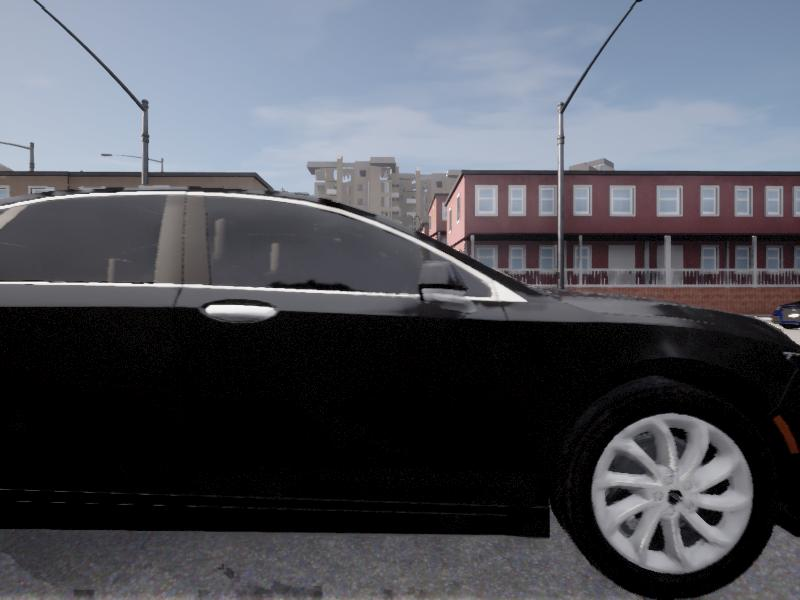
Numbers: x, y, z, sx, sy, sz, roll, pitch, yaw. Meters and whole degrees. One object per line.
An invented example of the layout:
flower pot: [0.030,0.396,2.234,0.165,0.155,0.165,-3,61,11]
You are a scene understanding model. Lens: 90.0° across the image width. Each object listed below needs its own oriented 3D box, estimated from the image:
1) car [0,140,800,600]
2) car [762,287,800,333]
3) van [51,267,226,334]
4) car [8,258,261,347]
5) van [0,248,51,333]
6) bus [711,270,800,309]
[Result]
car: [-0.581,0.246,2.221,4.892,1.490,1.837,0,0,1]
car: [14.366,0.307,12.561,4.181,1.385,1.994,0,0,0]
van: [-8.192,-0.005,12.806,4.442,1.987,1.775,0,0,1]
car: [-5.868,0.053,9.285,4.605,1.855,1.932,0,0,1]
van: [-15.030,-0.278,12.886,5.915,2.561,1.988,0,0,1]
bus: [44.217,-1.134,49.195,3.944,4.253,10.273,0,0,1]
